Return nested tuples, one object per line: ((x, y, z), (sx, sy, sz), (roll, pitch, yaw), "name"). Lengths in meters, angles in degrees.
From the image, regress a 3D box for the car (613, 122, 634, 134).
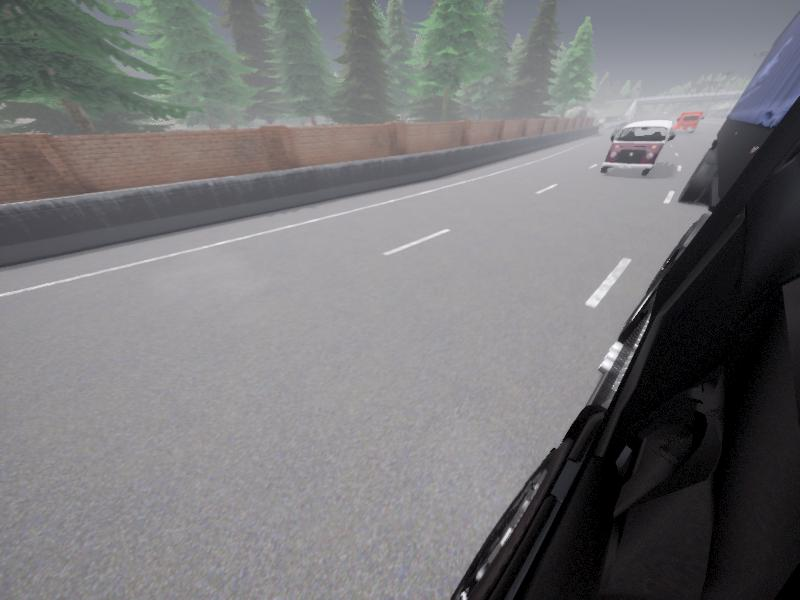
((38.715, -29.787, 39.951), (2.038, 1.542, 4.974), (24, 44, 32), "car")

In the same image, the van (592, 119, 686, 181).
((11.321, -7.218, 10.937), (2.069, 2.038, 4.480), (30, 47, 35), "van")

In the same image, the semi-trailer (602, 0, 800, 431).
((8.491, -3.733, 4.428), (14.254, 4.402, 2.717), (-30, 45, -32), "semi-trailer")

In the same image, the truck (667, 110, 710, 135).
((39.802, -24.582, 32.089), (2.627, 2.467, 5.204), (26, 45, 33), "truck")

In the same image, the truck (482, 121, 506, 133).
((25.712, -47.501, 63.560), (5.204, 2.467, 2.627), (26, 45, 33), "truck")

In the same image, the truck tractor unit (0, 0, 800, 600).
((2.645, -0.295, 0.351), (6.516, 4.208, 3.053), (-28, 44, -30), "truck tractor unit")
